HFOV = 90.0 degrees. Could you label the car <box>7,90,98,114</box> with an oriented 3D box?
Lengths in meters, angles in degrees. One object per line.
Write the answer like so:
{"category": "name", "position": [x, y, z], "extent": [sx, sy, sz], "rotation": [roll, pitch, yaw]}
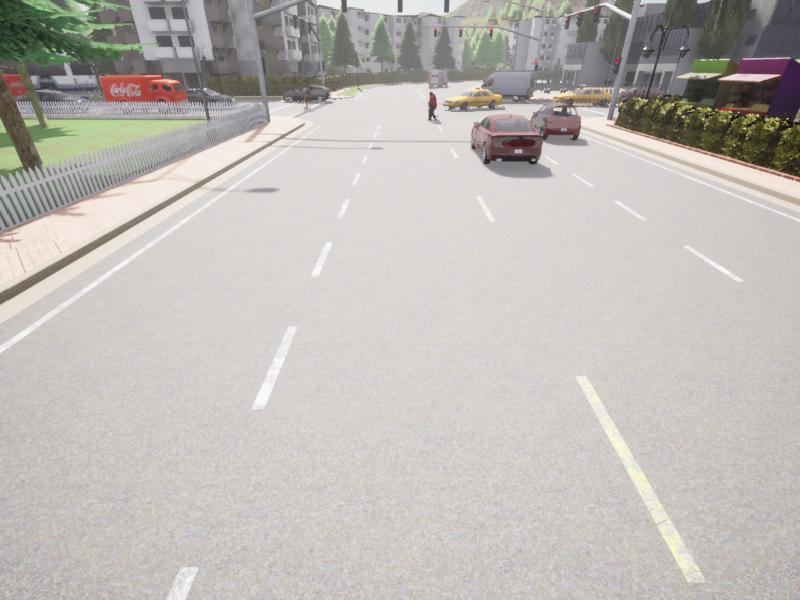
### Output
{"category": "car", "position": [-25.927, -14.863, 29.991], "extent": [4.892, 1.490, 1.837], "rotation": [1, 30, 2]}

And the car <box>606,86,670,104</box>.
{"category": "car", "position": [22.283, -19.274, 37.597], "extent": [4.674, 1.442, 1.812], "rotation": [1, 30, 2]}

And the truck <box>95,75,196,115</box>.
{"category": "truck", "position": [-18.574, -15.153, 29.520], "extent": [5.204, 2.467, 2.627], "rotation": [1, 30, 2]}

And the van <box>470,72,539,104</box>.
{"category": "van", "position": [10.203, -21.012, 39.488], "extent": [5.915, 2.561, 1.988], "rotation": [18, 37, 27]}

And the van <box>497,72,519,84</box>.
{"category": "van", "position": [21.927, -45.192, 81.445], "extent": [4.442, 1.987, 1.775], "rotation": [-22, 37, -33]}

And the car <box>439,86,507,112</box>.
{"category": "car", "position": [5.871, -16.126, 32.068], "extent": [5.366, 1.575, 1.801], "rotation": [-18, 35, -28]}

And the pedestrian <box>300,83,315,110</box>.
{"category": "pedestrian", "position": [-7.457, -16.430, 32.265], "extent": [0.751, 1.860, 0.751], "rotation": [3, 30, 4]}

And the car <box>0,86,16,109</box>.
{"category": "car", "position": [-35.744, -16.861, 33.286], "extent": [5.027, 1.651, 2.152], "rotation": [1, 30, 2]}

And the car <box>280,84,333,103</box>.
{"category": "car", "position": [-8.938, -19.870, 38.534], "extent": [4.514, 1.525, 2.007], "rotation": [1, 30, 2]}

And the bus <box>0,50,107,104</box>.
{"category": "bus", "position": [-35.339, -21.461, 38.555], "extent": [10.273, 4.253, 3.944], "rotation": [1, 30, 2]}

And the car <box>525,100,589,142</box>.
{"category": "car", "position": [7.584, -8.885, 19.718], "extent": [1.845, 1.501, 3.633], "rotation": [2, 30, 3]}

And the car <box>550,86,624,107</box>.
{"category": "car", "position": [16.112, -17.677, 34.726], "extent": [5.366, 1.575, 1.801], "rotation": [1, 30, 2]}

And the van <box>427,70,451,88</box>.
{"category": "van", "position": [6.597, -37.176, 67.271], "extent": [2.351, 2.431, 6.366], "rotation": [10, 32, 16]}

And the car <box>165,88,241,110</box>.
{"category": "car", "position": [-15.992, -16.458, 32.706], "extent": [4.902, 1.511, 2.128], "rotation": [1, 30, 2]}

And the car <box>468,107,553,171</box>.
{"category": "car", "position": [3.930, -6.271, 15.234], "extent": [1.882, 1.535, 5.008], "rotation": [0, 30, 0]}

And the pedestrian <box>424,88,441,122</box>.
{"category": "pedestrian", "position": [1.996, -12.167, 24.964], "extent": [0.751, 1.860, 0.751], "rotation": [-8, 31, -14]}

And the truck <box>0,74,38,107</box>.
{"category": "truck", "position": [-36.875, -18.998, 36.140], "extent": [5.204, 2.467, 2.627], "rotation": [2, 30, 1]}

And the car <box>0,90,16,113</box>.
{"category": "car", "position": [-32.483, -14.981, 30.193], "extent": [4.892, 1.490, 1.837], "rotation": [1, 30, 2]}

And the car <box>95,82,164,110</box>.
{"category": "car", "position": [-22.063, -16.730, 32.795], "extent": [3.866, 1.878, 1.905], "rotation": [1, 30, 2]}

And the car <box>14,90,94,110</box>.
{"category": "car", "position": [-28.536, -16.591, 33.147], "extent": [4.718, 1.301, 1.895], "rotation": [1, 30, 2]}
